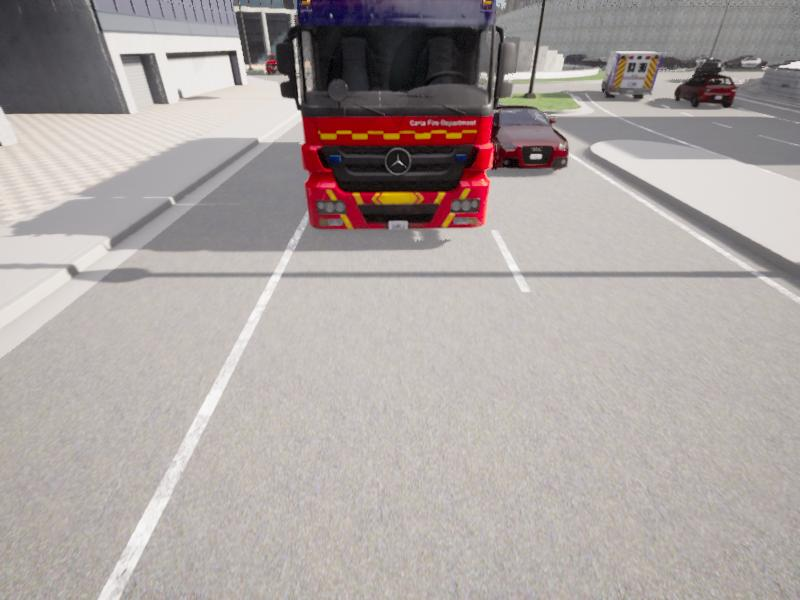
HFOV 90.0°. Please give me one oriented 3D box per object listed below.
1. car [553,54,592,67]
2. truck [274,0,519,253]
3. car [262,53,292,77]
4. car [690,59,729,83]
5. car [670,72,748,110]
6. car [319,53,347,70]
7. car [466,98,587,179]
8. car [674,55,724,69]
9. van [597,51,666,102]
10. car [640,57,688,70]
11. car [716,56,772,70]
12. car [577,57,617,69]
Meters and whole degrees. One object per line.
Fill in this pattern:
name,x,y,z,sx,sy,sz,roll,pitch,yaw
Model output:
car,26.226,-36.557,60.947,2.033,1.649,4.856,-25,40,-33
truck,-0.140,-4.666,9.027,2.891,3.827,8.468,-1,33,-1
car,-13.477,-26.044,44.210,2.150,2.045,5.566,-4,32,-6
car,28.180,-20.872,36.362,1.930,1.638,5.238,24,39,32
car,16.753,-11.566,21.972,1.816,1.474,4.193,8,33,12
car,-8.931,-32.022,53.701,1.905,1.878,3.866,13,35,20
car,3.300,-4.762,11.451,1.994,1.385,4.181,-1,33,-1
car,40.961,-32.643,54.866,4.974,1.542,2.038,1,33,2
van,14.393,-14.317,25.402,2.351,2.431,6.366,10,34,15
car,34.663,-31.155,52.635,4.674,1.442,1.812,5,33,8
car,44.517,-30.706,51.820,4.974,1.542,2.038,1,33,2
car,27.146,-32.769,55.321,1.895,1.301,4.718,-15,35,-21
